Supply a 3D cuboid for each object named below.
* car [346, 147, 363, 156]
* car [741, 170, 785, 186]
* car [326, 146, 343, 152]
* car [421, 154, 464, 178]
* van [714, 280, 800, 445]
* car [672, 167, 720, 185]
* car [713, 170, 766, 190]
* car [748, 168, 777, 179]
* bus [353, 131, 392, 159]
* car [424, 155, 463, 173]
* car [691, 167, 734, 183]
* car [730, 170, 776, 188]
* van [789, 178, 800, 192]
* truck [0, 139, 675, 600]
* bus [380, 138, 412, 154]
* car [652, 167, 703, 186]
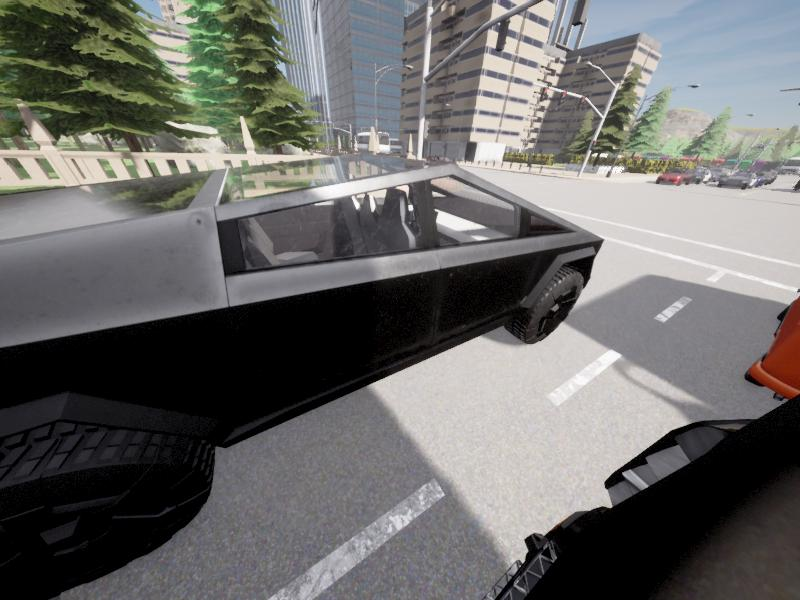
[{"bbox_3d":[-10.944,-35.663,55.395,2.128,1.511,4.902,-16,38,-26],"label":"car"},{"bbox_3d":[47.225,-15.909,30.074,4.902,1.511,2.128,-16,38,-26],"label":"car"},{"bbox_3d":[-20.425,-47.074,71.937,4.718,1.301,1.895,8,34,8],"label":"car"},{"bbox_3d":[3.992,-13.003,22.347,1.851,1.617,3.988,-14,37,-24],"label":"car"},{"bbox_3d":[5.895,0.159,2.348,4.442,1.987,1.775,-16,38,-26],"label":"van"},{"bbox_3d":[34.843,-14.624,27.188,4.974,1.542,2.038,-16,38,-26],"label":"car"},{"bbox_3d":[35.671,-12.623,24.240,4.974,1.542,2.038,-16,38,-26],"label":"car"},{"bbox_3d":[72.371,-25.324,46.119,4.611,1.667,2.242,-16,38,-26],"label":"car"},{"bbox_3d":[-5.880,-31.680,47.309,3.944,4.253,10.273,-16,38,-26],"label":"bus"},{"bbox_3d":[4.912,-15.963,27.017,1.812,1.442,4.674,-16,38,-26],"label":"car"},{"bbox_3d":[40.865,-16.380,30.197,4.856,1.649,2.033,-16,38,-26],"label":"car"},{"bbox_3d":[41.713,-14.343,27.289,4.514,1.525,2.007,-16,38,-26],"label":"car"},{"bbox_3d":[43.205,-12.081,23.582,4.442,1.987,1.775,-8,35,-16],"label":"van"},{"bbox_3d":[-0.487,-0.310,2.469,6.274,2.098,2.390,-16,38,-26],"label":"truck"},{"bbox_3d":[-1.488,-53.516,80.382,10.273,4.253,3.944,-16,38,-26],"label":"bus"},{"bbox_3d":[29.417,-13.115,24.512,4.514,1.525,2.007,-15,37,-25],"label":"car"}]
